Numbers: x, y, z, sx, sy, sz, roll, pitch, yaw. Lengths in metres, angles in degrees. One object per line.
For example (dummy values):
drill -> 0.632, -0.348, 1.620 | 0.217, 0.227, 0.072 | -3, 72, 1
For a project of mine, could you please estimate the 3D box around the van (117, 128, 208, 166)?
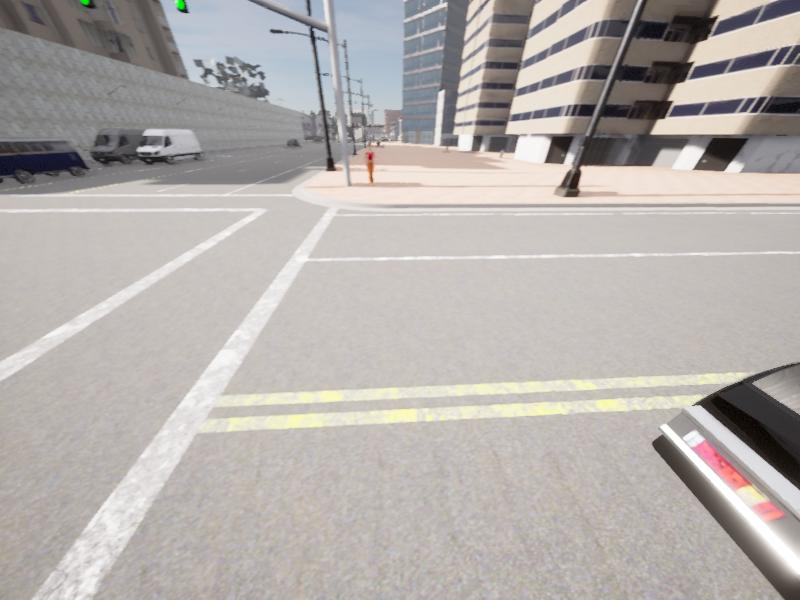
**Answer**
van -> -20.874, -13.931, 20.932 | 1.988, 2.561, 5.915 | -1, 36, -3

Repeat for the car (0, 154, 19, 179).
car -> -23.767, -6.791, 11.765 | 1.816, 1.474, 4.193 | -1, 36, -3

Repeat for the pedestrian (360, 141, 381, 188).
pedestrian -> -1.410, -6.470, 11.085 | 0.751, 1.860, 0.751 | -9, 37, -13

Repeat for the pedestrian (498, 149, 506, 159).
pedestrian -> 13.145, -18.881, 29.827 | 0.500, 1.100, 0.500 | 25, 42, 30

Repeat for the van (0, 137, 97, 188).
van -> -20.275, -7.556, 12.461 | 1.775, 1.987, 4.442 | -2, 36, -3

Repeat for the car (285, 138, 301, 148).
car -> -22.695, -33.303, 48.971 | 1.789, 1.549, 3.705 | -1, 35, -3

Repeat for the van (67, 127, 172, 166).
van -> -24.360, -13.783, 20.664 | 1.988, 2.561, 5.915 | -1, 35, -3
